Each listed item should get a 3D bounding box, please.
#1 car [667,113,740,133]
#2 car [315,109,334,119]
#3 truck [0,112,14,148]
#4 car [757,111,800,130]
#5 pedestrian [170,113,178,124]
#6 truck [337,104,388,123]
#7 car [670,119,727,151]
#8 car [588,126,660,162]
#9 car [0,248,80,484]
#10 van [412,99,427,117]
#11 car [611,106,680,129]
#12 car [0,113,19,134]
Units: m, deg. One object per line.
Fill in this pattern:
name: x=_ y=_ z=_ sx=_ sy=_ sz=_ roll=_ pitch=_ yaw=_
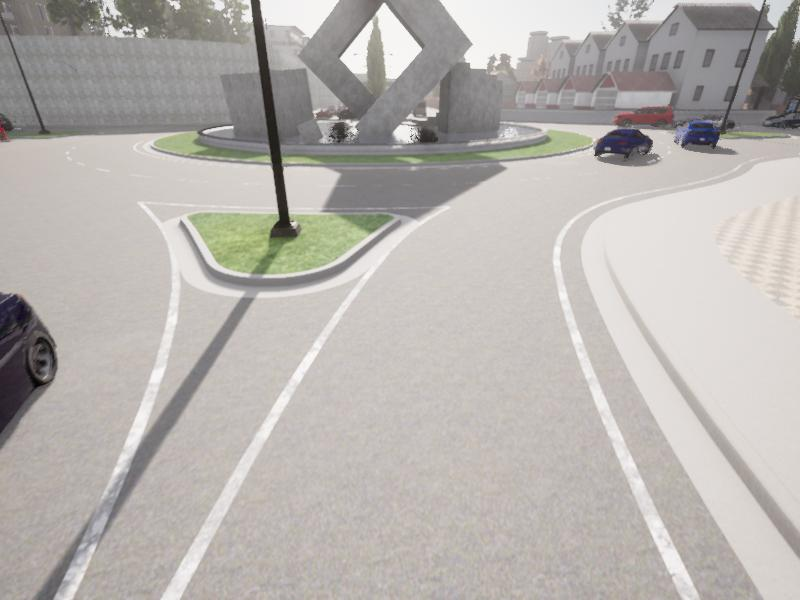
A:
car: x=28.984 y=-17.026 z=38.367 sx=4.974 sy=1.542 sz=2.038 roll=5 pitch=27 yaw=9
car: x=-11.551 y=-28.575 z=61.344 sx=1.895 sy=1.301 sz=4.718 roll=0 pitch=27 yaw=1
truck: x=-31.039 y=-11.928 z=25.951 sx=8.468 sy=3.827 sz=2.891 roll=3 pitch=27 yaw=6
car: x=39.718 y=-18.202 z=40.522 sx=4.856 sy=1.649 sz=2.033 roll=0 pitch=27 yaw=-1
pedestrian: x=-26.751 y=-21.507 z=47.344 sx=0.500 sy=1.100 sz=0.500 roll=-11 pitch=29 yaw=-21
truck: x=-4.694 y=-23.980 z=51.436 sx=6.274 sy=2.098 sz=2.390 roll=-1 pitch=27 yaw=-2
car: x=19.857 y=-11.174 z=26.879 sx=1.882 sy=1.535 sz=5.008 roll=12 pitch=29 yaw=21
car: x=12.533 y=-8.789 z=22.320 sx=4.674 sy=1.442 sz=1.812 roll=-24 pitch=35 yaw=-38
car: x=-4.454 y=0.989 z=3.084 sx=1.845 sy=1.501 sz=3.633 roll=-9 pitch=28 yaw=-17
van: x=3.331 y=-32.990 z=68.604 sx=1.988 sy=2.561 sz=5.915 roll=-1 pitch=27 yaw=-2
car: x=25.636 y=-19.214 z=42.079 sx=5.566 sy=2.045 sz=2.150 roll=7 pitch=28 yaw=13
car: x=-39.168 y=-16.471 z=37.251 sx=4.611 sy=1.667 sz=2.242 roll=-3 pitch=27 yaw=-6
